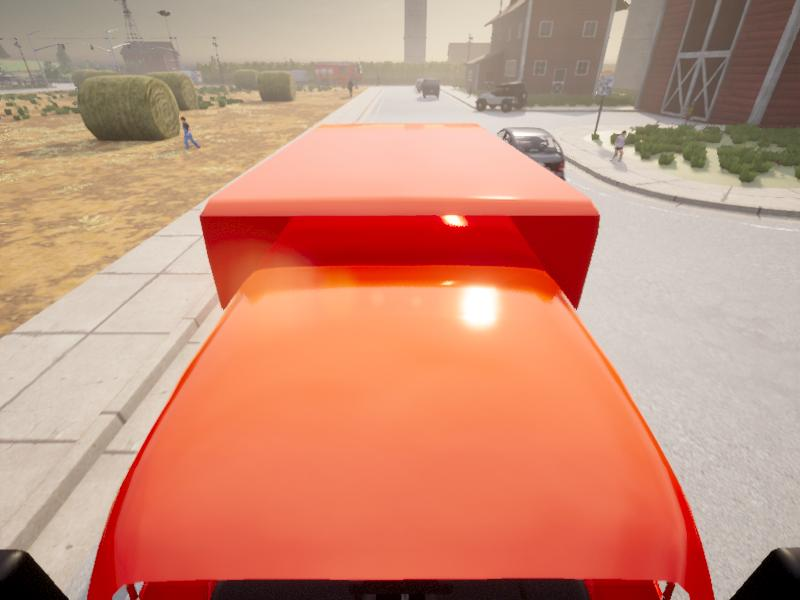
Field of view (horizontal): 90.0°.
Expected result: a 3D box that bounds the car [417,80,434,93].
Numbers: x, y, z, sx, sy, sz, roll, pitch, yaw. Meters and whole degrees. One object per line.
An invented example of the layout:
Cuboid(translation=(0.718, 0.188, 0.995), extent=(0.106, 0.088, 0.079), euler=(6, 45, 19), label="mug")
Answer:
Cuboid(translation=(3.478, -29.698, 55.543), extent=(2.163, 1.488, 4.792), euler=(0, 30, 0), label="car")

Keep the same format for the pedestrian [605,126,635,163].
Cuboid(translation=(7.562, -5.343, 13.767), extent=(0.500, 1.100, 0.500), euler=(1, 30, 1), label="pedestrian")

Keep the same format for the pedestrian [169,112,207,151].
Cuboid(translation=(-8.380, -6.674, 15.846), extent=(0.751, 1.300, 0.751), euler=(16, 34, 26), label="pedestrian")

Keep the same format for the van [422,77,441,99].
Cuboid(translation=(3.482, -24.127, 45.472), extent=(1.775, 1.987, 4.442), euler=(0, 30, 0), label="van")

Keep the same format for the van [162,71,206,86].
Cuboid(translation=(-40.387, -41.545, 74.967), extent=(6.366, 2.431, 2.351), euler=(1, 30, 2), label="van")

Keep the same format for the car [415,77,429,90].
Cuboid(translation=(3.462, -34.806, 64.149), extent=(1.930, 1.638, 5.238), euler=(0, 30, 0), label="car")

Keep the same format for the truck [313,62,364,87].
Cuboid(translation=(-10.831, -40.124, 71.158), extent=(8.468, 3.827, 2.891), euler=(0, 30, 1), label="truck")

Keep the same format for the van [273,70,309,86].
Cuboid(translation=(-20.236, -41.416, 74.629), extent=(5.915, 2.561, 1.988), euler=(0, 30, 1), label="van")

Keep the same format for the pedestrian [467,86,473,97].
Cuboid(translation=(7.706, -22.996, 44.067), extent=(0.500, 1.100, 0.500), euler=(3, 30, 5), label="pedestrian")

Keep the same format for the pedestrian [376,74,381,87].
Cuboid(translation=(-3.535, -36.830, 67.063), extent=(0.751, 1.860, 0.751), euler=(2, 30, 3), label="pedestrian")

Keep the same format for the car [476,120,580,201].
Cuboid(translation=(3.495, -4.210, 11.721), extent=(1.789, 1.549, 3.705), euler=(0, 30, 0), label="car")

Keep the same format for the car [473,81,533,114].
Cuboid(translation=(7.651, -15.286, 30.084), extent=(1.905, 1.878, 3.866), euler=(-30, 39, -32), label="car")

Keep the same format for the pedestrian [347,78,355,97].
Cuboid(translation=(-5.328, -23.011, 43.333), extent=(0.751, 1.860, 0.751), euler=(-3, 30, -6), label="pedestrian")

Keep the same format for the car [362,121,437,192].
Cuboid(translation=(-0.007, -4.703, 12.750), extent=(1.994, 1.385, 4.181), euler=(0, 30, 0), label="car")

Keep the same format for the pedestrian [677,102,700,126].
Cuboid(translation=(15.303, -9.851, 21.217), extent=(0.500, 1.100, 0.500), euler=(2, 30, 4), label="pedestrian")

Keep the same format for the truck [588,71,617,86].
Cuboid(translation=(38.230, -41.893, 75.552), extent=(2.627, 2.467, 5.204), euler=(1, 30, 1), label="truck")

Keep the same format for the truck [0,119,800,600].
Cuboid(translation=(-0.006, 0.165, 3.289), extent=(2.627, 2.467, 5.204), euler=(0, 31, 0), label="truck")
